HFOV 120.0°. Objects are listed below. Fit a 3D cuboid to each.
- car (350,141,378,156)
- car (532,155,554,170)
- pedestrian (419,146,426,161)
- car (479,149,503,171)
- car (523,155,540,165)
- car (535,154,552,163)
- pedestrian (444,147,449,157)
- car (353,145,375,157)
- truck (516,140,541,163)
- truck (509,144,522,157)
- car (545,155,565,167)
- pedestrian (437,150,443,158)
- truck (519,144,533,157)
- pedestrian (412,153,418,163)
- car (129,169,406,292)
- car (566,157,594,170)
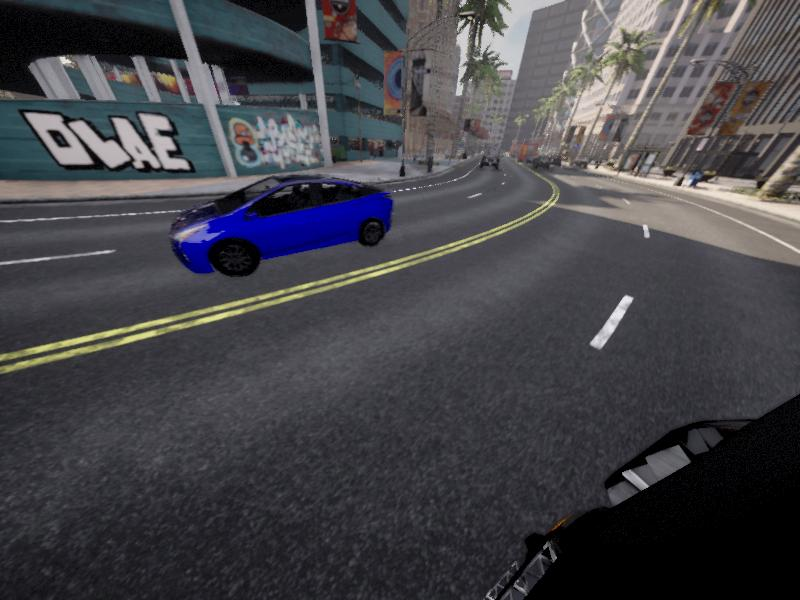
[{"bbox_3d":[-6.163,-26.418,40.241,2.435,2.045,5.566,13,35,14],"label":"car"},{"bbox_3d":[20.471,-19.838,33.295,1.789,1.549,3.705,13,36,15],"label":"car"},{"bbox_3d":[3.242,-21.017,33.167,0.751,1.860,0.751,13,35,14],"label":"pedestrian"},{"bbox_3d":[11.268,-17.385,28.547,2.150,2.045,5.566,13,35,14],"label":"car"},{"bbox_3d":[24.486,-26.110,43.015,1.994,1.385,4.181,13,35,14],"label":"car"},{"bbox_3d":[31.297,-30.978,50.578,2.128,1.511,4.902,13,35,14],"label":"car"},{"bbox_3d":[9.957,-31.639,49.347,0.751,1.860,0.751,13,35,14],"label":"pedestrian"},{"bbox_3d":[-6.160,-26.124,40.507,2.007,1.523,4.514,13,35,14],"label":"car"},{"bbox_3d":[28.121,-32.799,50.971,2.891,3.827,8.468,13,35,14],"label":"truck"},{"bbox_3d":[42.791,-55.585,85.694,2.891,3.827,8.468,13,35,15],"label":"truck"},{"bbox_3d":[27.258,-24.597,40.776,1.851,1.617,3.988,13,35,14],"label":"car"},{"bbox_3d":[7.680,-27.877,44.124,0.751,1.300,0.751,13,35,14],"label":"pedestrian"},{"bbox_3d":[46.094,-54.827,84.820,2.891,3.827,8.468,13,35,15],"label":"truck"},{"bbox_3d":[1.973,-18.504,30.039,0.500,1.100,0.500,14,36,16],"label":"pedestrian"},{"bbox_3d":[-2.294,-1.933,5.192,4.514,1.525,2.007,-21,41,-31],"label":"car"},{"bbox_3d":[29.227,-22.404,37.749,2.231,1.521,4.892,13,35,14],"label":"car"}]
